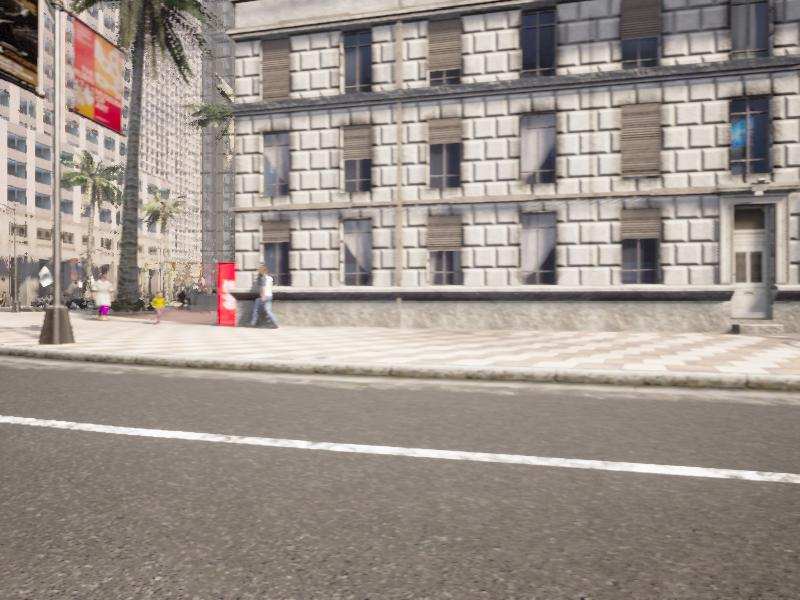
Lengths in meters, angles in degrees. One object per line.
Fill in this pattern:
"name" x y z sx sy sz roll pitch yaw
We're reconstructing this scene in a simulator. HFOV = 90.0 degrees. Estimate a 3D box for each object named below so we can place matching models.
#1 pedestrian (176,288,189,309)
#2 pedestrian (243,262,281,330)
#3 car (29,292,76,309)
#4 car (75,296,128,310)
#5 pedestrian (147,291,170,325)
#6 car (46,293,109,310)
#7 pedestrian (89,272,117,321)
"pedestrian" -19.766 -0.121 36.371 0.751 1.860 0.751 0 0 13
"pedestrian" -3.905 -0.116 11.375 0.751 1.860 0.751 0 0 12
"car" -40.397 0.036 46.625 1.905 1.878 3.866 0 0 10
"car" -30.495 0.298 41.019 1.994 1.385 4.181 0 0 8
"pedestrian" -8.017 0.263 13.299 0.500 1.100 0.500 0 0 36
"car" -34.045 0.171 42.432 2.152 1.651 5.027 0 0 10
"pedestrian" -11.620 -0.118 15.650 0.751 1.860 0.751 0 0 40
